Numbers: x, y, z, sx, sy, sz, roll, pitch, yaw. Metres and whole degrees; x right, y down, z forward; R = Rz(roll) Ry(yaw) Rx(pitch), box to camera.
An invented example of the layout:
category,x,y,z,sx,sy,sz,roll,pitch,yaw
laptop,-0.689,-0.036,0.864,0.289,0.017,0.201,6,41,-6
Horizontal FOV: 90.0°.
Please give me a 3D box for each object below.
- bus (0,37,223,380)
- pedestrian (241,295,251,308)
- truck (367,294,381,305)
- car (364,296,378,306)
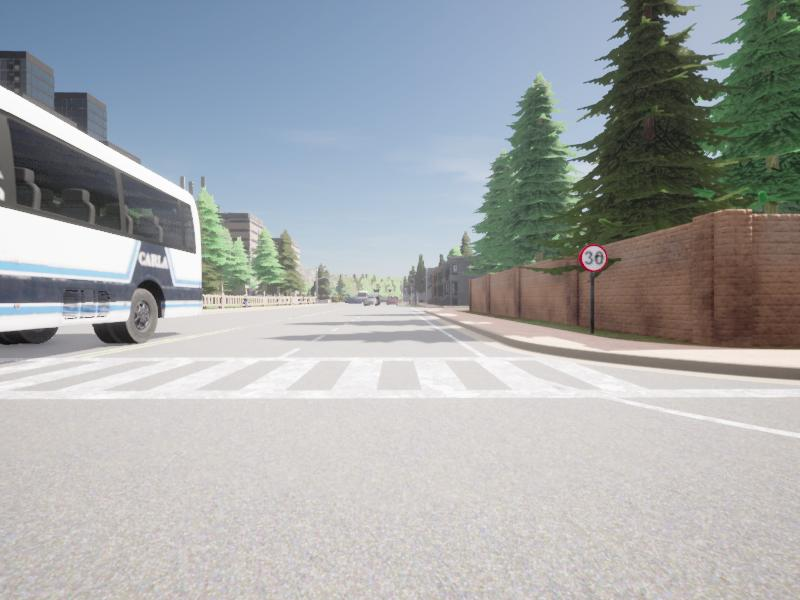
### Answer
category,x,y,z,sx,sy,sz,roll,pitch,yaw
bus,-7.028,-1.134,6.782,3.944,4.253,10.273,0,0,-3
pedestrian,-15.688,0.165,40.843,0.751,1.300,0.751,0,0,-3
truck,-5.042,-0.060,77.708,2.390,2.098,6.274,0,0,-1
car,-4.866,0.181,67.711,2.152,1.651,5.027,0,0,-1
